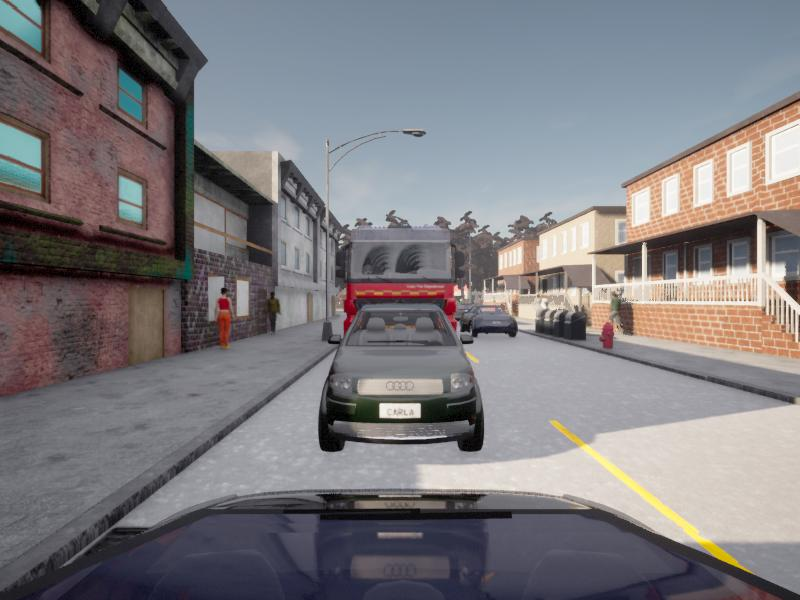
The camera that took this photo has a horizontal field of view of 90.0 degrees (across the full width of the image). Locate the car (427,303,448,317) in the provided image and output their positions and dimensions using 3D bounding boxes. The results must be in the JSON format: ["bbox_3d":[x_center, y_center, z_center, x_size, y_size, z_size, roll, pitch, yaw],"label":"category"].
[{"bbox_3d":[3.710,0.944,40.052,1.895,1.301,4.718,0,0,3],"label":"car"}]

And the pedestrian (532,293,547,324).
[{"bbox_3d":[8.649,0.533,24.846,0.751,1.860,0.751,0,0,8],"label":"pedestrian"}]

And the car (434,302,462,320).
[{"bbox_3d":[3.915,0.870,33.546,1.812,1.442,4.674,0,0,0],"label":"car"}]

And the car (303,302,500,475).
[{"bbox_3d":[0.007,0.815,5.489,1.789,1.549,3.705,0,0,0],"label":"car"}]

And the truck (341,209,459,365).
[{"bbox_3d":[-0.010,-0.321,14.022,2.891,3.827,8.468,0,0,0],"label":"truck"}]

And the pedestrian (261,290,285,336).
[{"bbox_3d":[-5.227,0.533,16.511,0.751,1.860,0.751,0,0,-2],"label":"pedestrian"}]

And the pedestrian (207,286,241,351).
[{"bbox_3d":[-5.253,0.533,11.969,0.751,1.860,0.751,0,0,-8],"label":"pedestrian"}]

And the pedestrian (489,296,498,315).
[{"bbox_3d":[9.241,0.533,39.517,0.751,1.860,0.751,0,0,2],"label":"pedestrian"}]

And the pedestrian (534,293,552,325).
[{"bbox_3d":[8.599,0.533,24.038,0.751,1.860,0.751,0,0,-10],"label":"pedestrian"}]

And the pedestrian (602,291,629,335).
[{"bbox_3d":[9.218,0.533,17.170,0.751,1.860,0.751,0,0,-1],"label":"pedestrian"}]

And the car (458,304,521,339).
[{"bbox_3d":[3.987,0.907,18.568,1.994,1.385,4.181,0,0,0],"label":"car"}]

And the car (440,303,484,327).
[{"bbox_3d":[3.970,0.895,26.452,2.033,1.411,5.357,0,0,0],"label":"car"}]

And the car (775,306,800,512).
[{"bbox_3d":[4.024,0.829,0.708,2.038,1.542,4.974,0,0,0],"label":"car"}]
